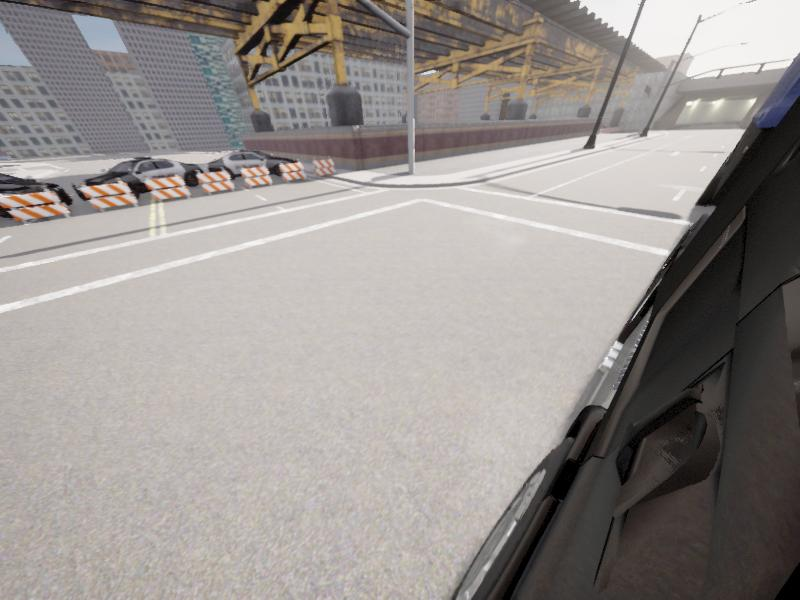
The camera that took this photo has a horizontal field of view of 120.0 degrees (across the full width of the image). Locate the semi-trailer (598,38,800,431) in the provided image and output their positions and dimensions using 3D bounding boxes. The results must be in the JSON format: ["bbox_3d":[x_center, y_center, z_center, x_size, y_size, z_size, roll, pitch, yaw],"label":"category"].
[{"bbox_3d":[8.699,-3.585,4.251,14.254,4.402,2.717,-28,43,-30],"label":"semi-trailer"}]

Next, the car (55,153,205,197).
[{"bbox_3d":[-12.742,-6.308,11.420,1.853,1.218,4.536,6,37,12],"label":"car"}]

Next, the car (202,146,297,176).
[{"bbox_3d":[-9.203,-8.791,14.551,4.536,1.218,1.853,-9,37,-8],"label":"car"}]

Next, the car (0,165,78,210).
[{"bbox_3d":[-16.326,-4.404,9.075,4.536,1.218,1.853,0,37,4],"label":"car"}]

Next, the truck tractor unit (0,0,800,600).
[{"bbox_3d":[2.645,-0.295,0.351,6.516,4.208,3.053,-28,44,-30],"label":"truck tractor unit"}]

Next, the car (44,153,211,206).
[{"bbox_3d":[-12.748,-6.151,11.473,2.038,1.542,4.974,6,37,12],"label":"car"}]

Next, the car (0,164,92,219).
[{"bbox_3d":[-16.268,-4.277,9.165,4.974,1.542,2.038,0,37,4],"label":"car"}]

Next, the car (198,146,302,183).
[{"bbox_3d":[-9.146,-8.672,14.651,4.974,1.542,2.038,-9,37,-8],"label":"car"}]
